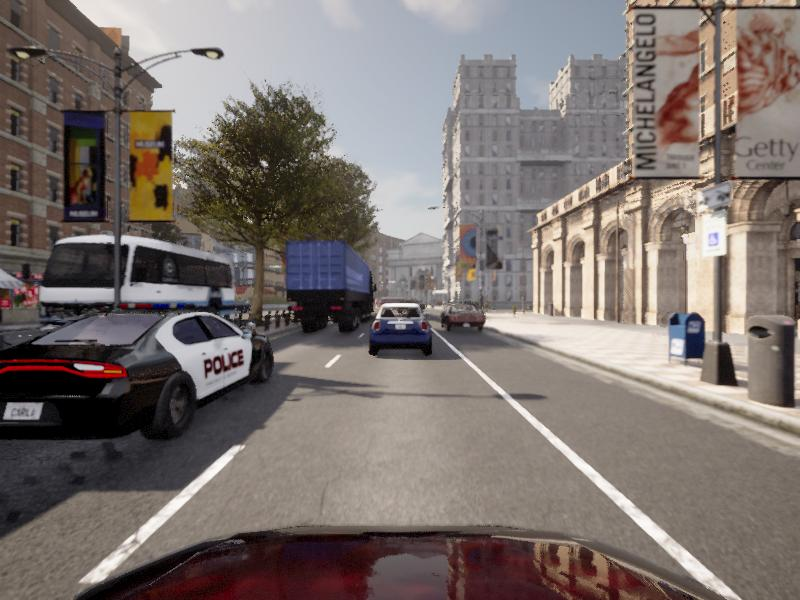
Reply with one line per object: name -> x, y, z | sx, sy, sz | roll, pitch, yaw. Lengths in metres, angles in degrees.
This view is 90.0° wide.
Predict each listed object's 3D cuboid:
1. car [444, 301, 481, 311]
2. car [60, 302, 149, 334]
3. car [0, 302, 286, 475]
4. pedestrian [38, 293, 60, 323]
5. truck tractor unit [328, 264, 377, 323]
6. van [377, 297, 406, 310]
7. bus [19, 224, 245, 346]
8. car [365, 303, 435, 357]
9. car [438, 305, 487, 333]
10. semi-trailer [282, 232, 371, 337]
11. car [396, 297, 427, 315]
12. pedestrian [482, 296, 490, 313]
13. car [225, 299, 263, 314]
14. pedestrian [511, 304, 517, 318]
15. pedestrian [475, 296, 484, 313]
car -> 9.043, 0.858, 58.076 | 4.892, 1.490, 1.837 | 0, 0, -8
car -> -14.985, 0.832, 20.561 | 1.845, 1.501, 3.633 | 0, 0, 0
car -> -3.495, 0.829, 6.163 | 2.038, 1.542, 4.974 | 0, 0, 0
pedestrian -> -21.814, 0.490, 24.873 | 0.751, 1.860, 0.751 | 0, 0, 8
truck tractor unit -> -3.579, -0.516, 31.910 | 3.053, 4.208, 6.516 | 0, 0, 1
van -> -1.311, 0.611, 62.237 | 4.442, 1.987, 1.775 | 0, 0, 0
bus -> -11.365, -0.531, 19.128 | 3.944, 4.253, 10.273 | 0, 0, 0
car -> 0.012, 0.856, 13.143 | 1.970, 1.475, 3.806 | 0, 0, 0
car -> 3.266, 0.943, 21.824 | 1.895, 1.301, 4.718 | 0, 0, 0
semi-trailer -> -3.600, -0.619, 24.002 | 2.717, 4.402, 14.254 | -1, 0, 0
car -> 1.394, 0.661, 44.827 | 1.932, 1.855, 4.605 | -2, -1, 22
pedestrian -> 9.343, 0.494, 43.436 | 0.751, 1.860, 0.751 | 0, 0, 11
car -> -18.780, 0.788, 48.105 | 4.856, 1.649, 2.033 | 0, -1, 37
pedestrian -> 9.241, 0.872, 32.412 | 0.500, 1.100, 0.500 | 0, 0, 12
pedestrian -> 9.092, 0.494, 45.648 | 0.751, 1.860, 0.751 | 0, 0, -15
